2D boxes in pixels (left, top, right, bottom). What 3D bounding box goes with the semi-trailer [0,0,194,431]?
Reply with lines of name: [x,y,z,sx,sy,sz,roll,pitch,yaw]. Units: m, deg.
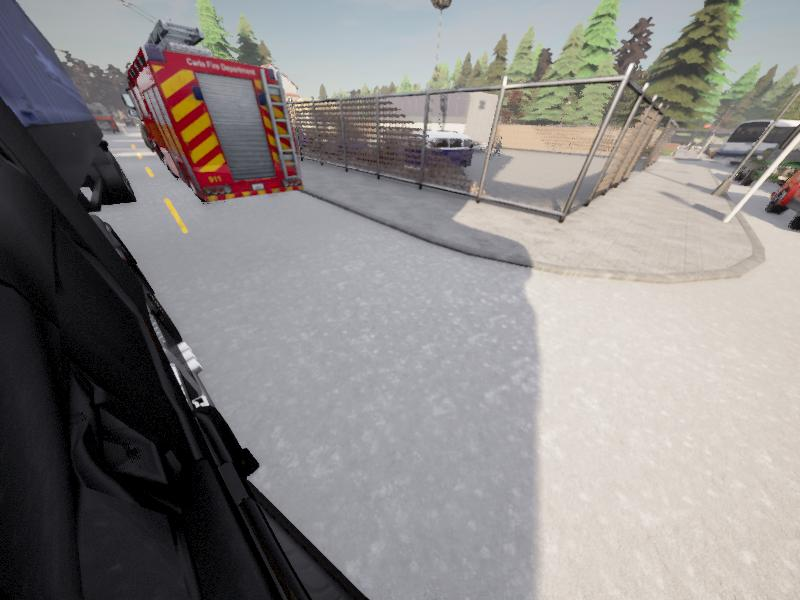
semi-trailer: [-8.309,-3.830,4.594,2.717,4.402,14.254,-29,47,-35]

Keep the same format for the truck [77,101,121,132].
truck: [-51.029,-31.169,39.446,2.891,3.827,8.468,-29,46,-35]

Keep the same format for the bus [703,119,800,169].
bus: [42.490,-17.232,25.728,10.273,4.253,3.944,1,35,-1]

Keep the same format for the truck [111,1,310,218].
truck: [-7.093,-6.262,8.446,2.891,3.827,8.468,-30,47,-36]

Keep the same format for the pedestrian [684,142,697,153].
pedestrian: [63.541,-33.418,50.596,0.751,1.860,0.751,17,39,19]

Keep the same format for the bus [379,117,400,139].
bus: [-2.866,-45.203,60.784,3.944,4.253,10.273,-6,38,-9]

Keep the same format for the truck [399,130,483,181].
truck: [2.334,-8.220,13.020,4.478,2.038,2.069,-29,47,-35]

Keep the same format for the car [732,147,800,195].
car: [23.348,-8.153,14.266,5.566,2.045,2.150,-28,46,-35]

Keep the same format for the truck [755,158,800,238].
truck: [14.269,-3.348,6.912,5.204,2.467,2.627,-28,46,-35]

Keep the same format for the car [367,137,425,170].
car: [-0.344,-10.033,15.710,1.789,1.547,3.705,-29,47,-35]

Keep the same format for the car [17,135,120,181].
car: [-14.698,-6.606,10.555,1.994,1.385,4.181,-29,46,-35]

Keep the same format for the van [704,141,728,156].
van: [69.010,-33.162,50.549,5.915,2.561,1.988,-29,47,-35]

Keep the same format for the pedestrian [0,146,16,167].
pedestrian: [-18.636,-6.956,10.139,0.751,1.860,0.751,0,37,-4]

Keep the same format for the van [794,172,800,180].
van: [32.056,-9.796,16.571,5.915,2.561,1.988,-29,47,-35]

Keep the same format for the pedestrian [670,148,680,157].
pedestrian: [42.071,-22.517,35.292,0.500,1.100,0.500,-25,45,-32]

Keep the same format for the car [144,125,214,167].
car: [-13.698,-9.613,14.279,2.097,1.767,4.553,-29,47,-35]

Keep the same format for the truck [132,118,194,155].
truck: [-19.294,-13.353,18.737,2.390,2.098,6.274,-29,46,-35]

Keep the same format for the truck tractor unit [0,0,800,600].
truck tractor unit: [-2.645,-0.295,0.351,6.516,4.208,3.053,28,44,30]

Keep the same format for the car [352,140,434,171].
car: [-0.304,-9.811,15.534,5.357,1.415,2.033,-29,47,-35]

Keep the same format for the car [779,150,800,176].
car: [37.287,-12.408,20.940,3.866,1.878,1.905,-29,46,-35]
